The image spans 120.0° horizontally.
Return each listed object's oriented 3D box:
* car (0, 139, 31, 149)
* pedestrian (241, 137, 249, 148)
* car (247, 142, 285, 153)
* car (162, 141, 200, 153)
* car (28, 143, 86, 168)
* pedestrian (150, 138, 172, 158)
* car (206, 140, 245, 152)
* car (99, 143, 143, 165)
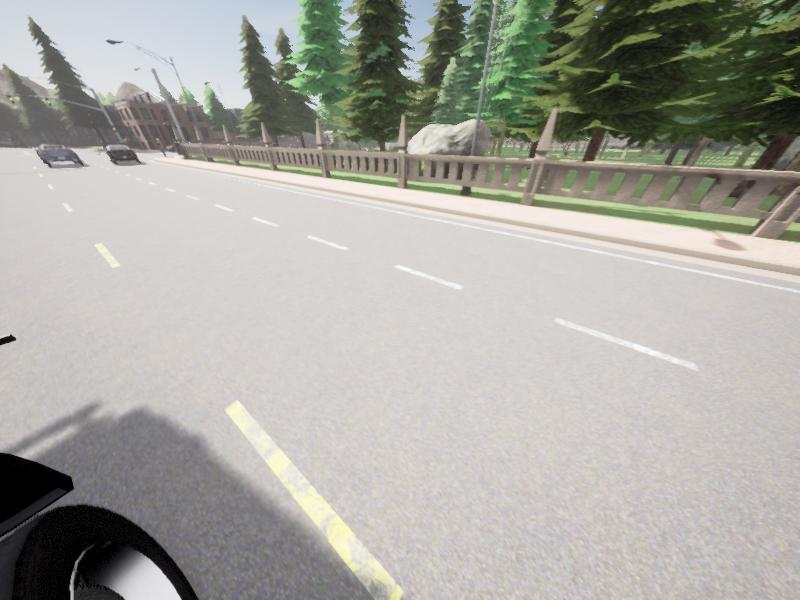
[{"bbox_3d":[-81.790,-32.822,48.451,4.611,1.667,2.242,4,35,6],"label":"car"},{"bbox_3d":[-33.598,-34.112,50.065,0.751,1.860,0.751,22,41,28],"label":"pedestrian"},{"bbox_3d":[-22.410,-25.722,38.871,2.128,1.511,4.902,23,41,29],"label":"car"},{"bbox_3d":[-36.009,-25.226,38.093,1.970,1.475,3.806,23,41,28],"label":"car"},{"bbox_3d":[-31.072,-13.182,20.938,5.027,1.651,2.152,23,41,29],"label":"car"},{"bbox_3d":[-27.583,-17.573,26.674,0.751,1.860,0.751,8,36,11],"label":"pedestrian"},{"bbox_3d":[-32.030,-28.429,42.574,1.801,1.575,5.366,23,41,28],"label":"car"},{"bbox_3d":[-27.879,-14.655,23.034,5.238,1.638,1.930,27,43,33],"label":"car"}]
